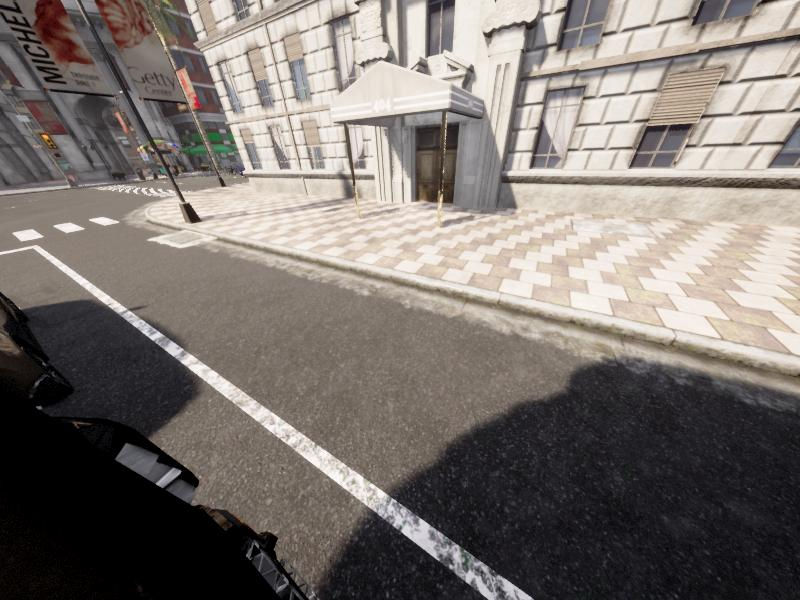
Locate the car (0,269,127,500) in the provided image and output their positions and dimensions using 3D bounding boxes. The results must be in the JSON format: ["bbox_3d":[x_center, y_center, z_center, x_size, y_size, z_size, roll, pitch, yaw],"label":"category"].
[{"bbox_3d":[-5.464,0.515,2.228,4.902,1.511,2.128,15,38,25],"label":"car"}]

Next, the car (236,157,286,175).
[{"bbox_3d":[-18.480,-18.037,31.053,1.930,1.638,5.238,16,38,26],"label":"car"}]

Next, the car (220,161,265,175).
[{"bbox_3d":[-21.806,-18.454,32.252,1.895,1.301,4.718,16,38,27],"label":"car"}]

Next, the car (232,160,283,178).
[{"bbox_3d":[-16.862,-15.715,27.609,1.812,1.442,4.674,16,38,26],"label":"car"}]
